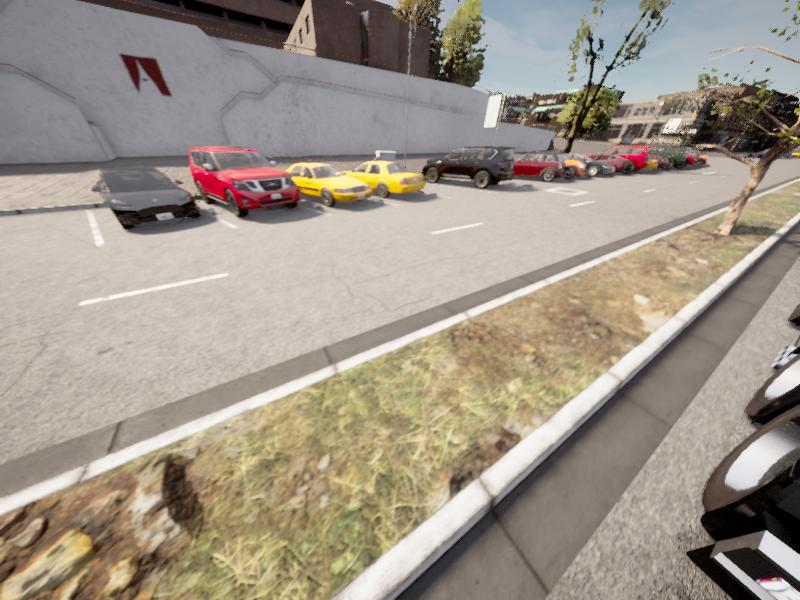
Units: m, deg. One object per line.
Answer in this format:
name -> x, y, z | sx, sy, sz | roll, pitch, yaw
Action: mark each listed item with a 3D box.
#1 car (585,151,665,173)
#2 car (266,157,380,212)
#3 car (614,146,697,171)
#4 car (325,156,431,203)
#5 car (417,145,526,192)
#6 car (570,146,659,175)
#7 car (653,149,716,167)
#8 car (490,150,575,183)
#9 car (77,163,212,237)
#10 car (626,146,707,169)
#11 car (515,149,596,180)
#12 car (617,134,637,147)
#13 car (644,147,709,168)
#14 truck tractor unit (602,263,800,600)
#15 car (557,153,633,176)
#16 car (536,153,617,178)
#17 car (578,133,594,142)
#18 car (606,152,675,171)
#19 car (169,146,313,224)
car -> 22.157, -13.814, 23.014 | 5.366, 1.575, 1.946 | 25, 42, 32
car -> -3.556, -5.363, 10.357 | 5.366, 1.575, 1.946 | 25, 41, 32
car -> 27.495, -15.607, 25.283 | 5.566, 2.045, 2.435 | 26, 42, 32
car -> -1.246, -6.334, 11.792 | 5.366, 1.575, 1.946 | 25, 42, 32
car -> 4.071, -8.157, 14.051 | 5.566, 2.045, 2.435 | 25, 42, 32
car -> 19.675, -13.138, 21.542 | 5.566, 2.045, 2.435 | 25, 41, 32
car -> 35.412, -17.915, 29.017 | 4.553, 1.767, 2.185 | 26, 42, 33
car -> 9.320, -9.700, 16.583 | 4.553, 1.767, 2.185 | 25, 42, 32
car -> -8.877, -3.707, 7.982 | 4.792, 1.488, 2.163 | 25, 41, 32
car -> 30.160, -16.407, 26.499 | 5.566, 2.045, 2.435 | 25, 41, 32
car -> 11.875, -10.556, 17.870 | 4.553, 1.767, 2.185 | 25, 41, 32
car -> 51.546, -36.083, 52.384 | 2.435, 2.045, 5.566 | 31, 44, 28
car -> 32.847, -17.166, 27.698 | 4.442, 1.987, 1.878 | 26, 41, 32
truck tractor unit -> 5.112, -0.298, 0.790 | 6.516, 4.208, 3.053 | -18, 39, -24
car -> 17.071, -12.079, 20.448 | 4.792, 1.488, 2.163 | 25, 42, 32
car -> 14.494, -11.270, 19.176 | 4.892, 1.521, 2.231 | 25, 41, 32
car -> 47.076, -41.052, 58.496 | 2.231, 1.521, 4.892 | 31, 44, 28
car -> 24.907, -14.532, 24.183 | 4.674, 1.452, 2.002 | 25, 42, 32
car -> -6.275, -4.784, 9.066 | 5.566, 2.045, 2.435 | 25, 41, 32
